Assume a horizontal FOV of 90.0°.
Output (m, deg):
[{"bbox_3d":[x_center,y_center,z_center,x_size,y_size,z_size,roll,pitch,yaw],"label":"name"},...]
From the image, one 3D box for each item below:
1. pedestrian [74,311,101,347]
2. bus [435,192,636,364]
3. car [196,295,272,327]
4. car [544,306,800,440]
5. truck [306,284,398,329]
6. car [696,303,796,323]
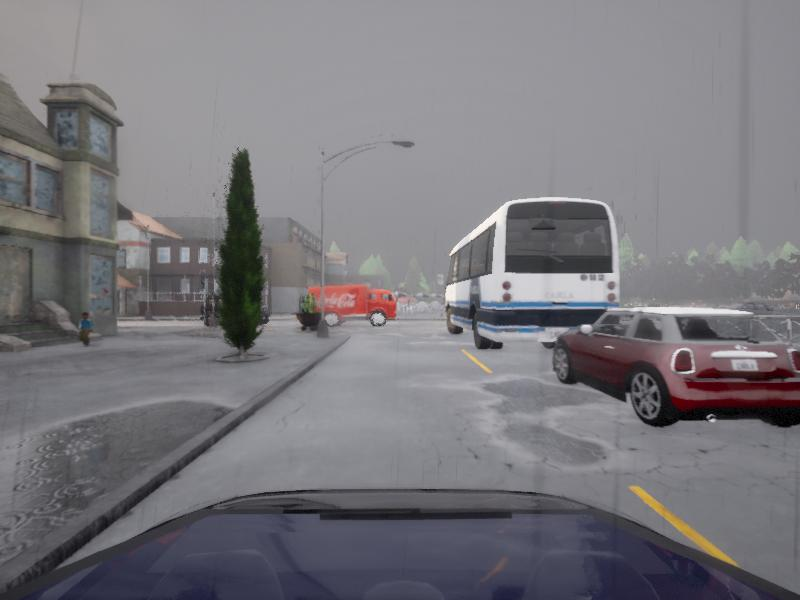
[{"bbox_3d":[-10.111,0.926,12.947,0.500,1.100,0.500,0,0,-6],"label":"pedestrian"},{"bbox_3d":[3.819,-0.535,15.066,3.944,4.253,10.273,0,0,-1],"label":"bus"},{"bbox_3d":[-10.058,0.641,24.431,3.866,1.878,1.905,0,0,0],"label":"car"},{"bbox_3d":[4.007,0.853,6.448,1.970,1.475,3.806,0,0,0],"label":"car"},{"bbox_3d":[-2.777,0.376,24.450,5.204,2.467,2.627,-2,0,0],"label":"truck"},{"bbox_3d":[24.475,0.892,28.439,5.357,1.411,2.033,0,0,0],"label":"car"}]
